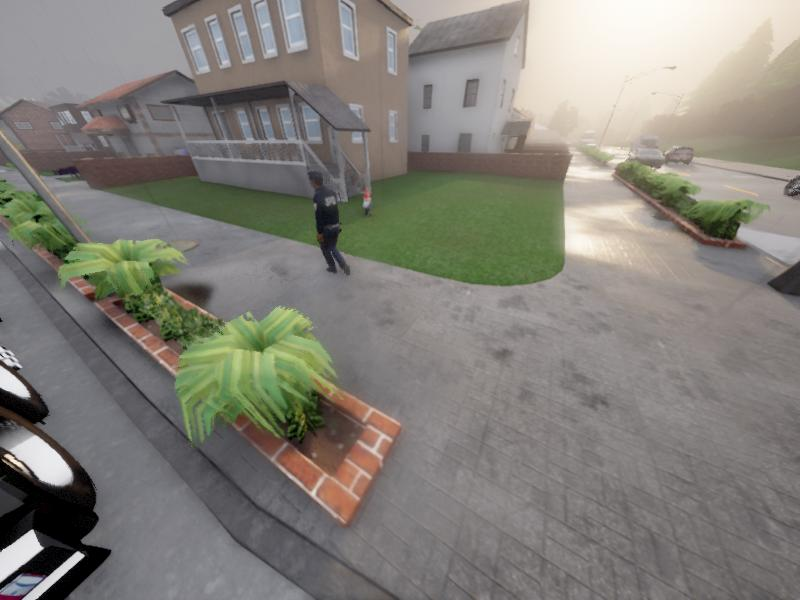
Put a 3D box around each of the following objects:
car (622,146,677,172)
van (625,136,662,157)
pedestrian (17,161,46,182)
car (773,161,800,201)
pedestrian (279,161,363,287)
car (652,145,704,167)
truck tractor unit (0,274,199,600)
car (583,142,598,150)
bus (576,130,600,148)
[{"bbox_3d":[21.860,-12.636,20.556,1.930,1.638,5.238,18,39,25],"label":"car"},{"bbox_3d":[36.608,-23.252,34.918,1.988,2.561,5.915,18,39,25],"label":"van"},{"bbox_3d":[-24.034,-8.388,15.082,0.500,1.100,0.500,17,39,24],"label":"pedestrian"},{"bbox_3d":[18.092,-4.380,8.730,2.152,1.651,5.027,18,39,25],"label":"car"},{"bbox_3d":[-1.267,-1.289,4.016,0.751,1.860,0.751,23,41,29],"label":"pedestrian"},{"bbox_3d":[28.820,-15.196,24.194,2.033,1.649,4.856,19,39,25],"label":"car"},{"bbox_3d":[-5.125,-0.287,0.752,6.516,4.208,3.053,18,39,23],"label":"truck tractor unit"},{"bbox_3d":[48.412,-39.122,58.696,2.152,1.651,5.027,18,39,24],"label":"car"},{"bbox_3d":[58.858,-50.656,72.641,3.944,4.253,10.273,18,39,24],"label":"bus"}]
